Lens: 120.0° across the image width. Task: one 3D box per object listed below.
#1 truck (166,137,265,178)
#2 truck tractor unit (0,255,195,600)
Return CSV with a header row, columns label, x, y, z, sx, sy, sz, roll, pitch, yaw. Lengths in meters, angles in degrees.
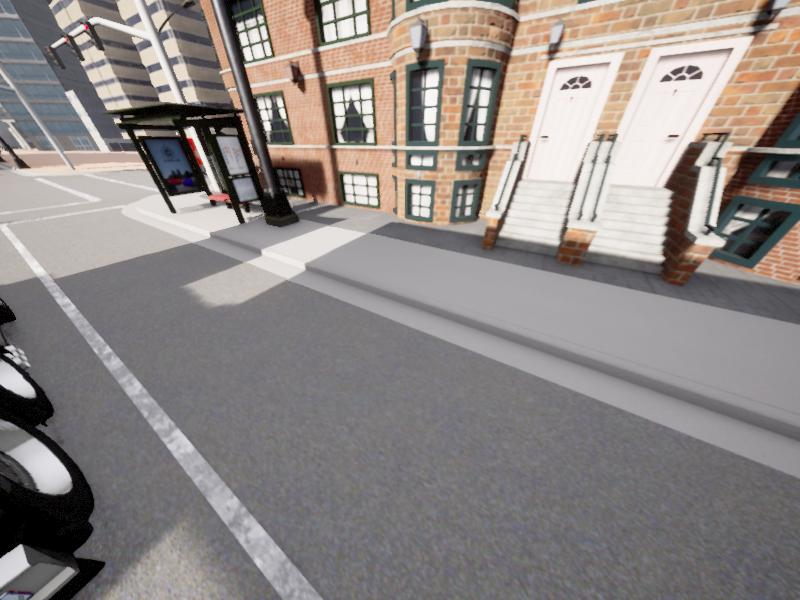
label,x,y,z,sx,sy,sz,roll,pitch,yaw
truck,-14.660,-11.741,18.841,2.627,2.467,5.204,19,39,26
truck tractor unit,-5.096,-0.316,0.800,6.516,4.208,3.053,19,39,25
